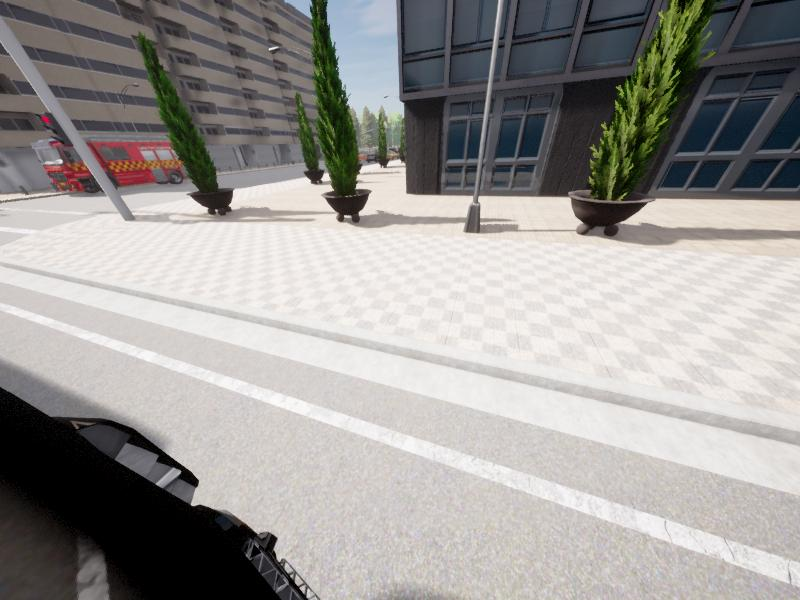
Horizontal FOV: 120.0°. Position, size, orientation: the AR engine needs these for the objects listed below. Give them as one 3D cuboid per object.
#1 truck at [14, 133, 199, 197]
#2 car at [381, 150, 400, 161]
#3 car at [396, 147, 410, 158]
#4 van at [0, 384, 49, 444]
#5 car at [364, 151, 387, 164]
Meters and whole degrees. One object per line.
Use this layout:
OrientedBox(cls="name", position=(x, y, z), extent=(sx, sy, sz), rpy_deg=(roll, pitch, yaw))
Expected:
OrientedBox(cls="truck", position=(-23.213, -11.557, 19.532), extent=(2.891, 3.827, 8.468), rpy_deg=(9, 35, 17))
OrientedBox(cls="car", position=(-1.706, -28.041, 44.681), extent=(1.801, 1.575, 5.366), rpy_deg=(9, 35, 17))
OrientedBox(cls="car", position=(0.761, -32.211, 50.478), extent=(1.905, 1.878, 3.866), rpy_deg=(9, 35, 17))
OrientedBox(cls="van", position=(-6.109, 0.531, 1.813), extent=(4.442, 1.987, 1.775), rpy_deg=(9, 35, 17))
OrientedBox(cls="car", position=(-4.030, -24.214, 39.157), extent=(2.007, 1.525, 4.514), rpy_deg=(9, 35, 17))
